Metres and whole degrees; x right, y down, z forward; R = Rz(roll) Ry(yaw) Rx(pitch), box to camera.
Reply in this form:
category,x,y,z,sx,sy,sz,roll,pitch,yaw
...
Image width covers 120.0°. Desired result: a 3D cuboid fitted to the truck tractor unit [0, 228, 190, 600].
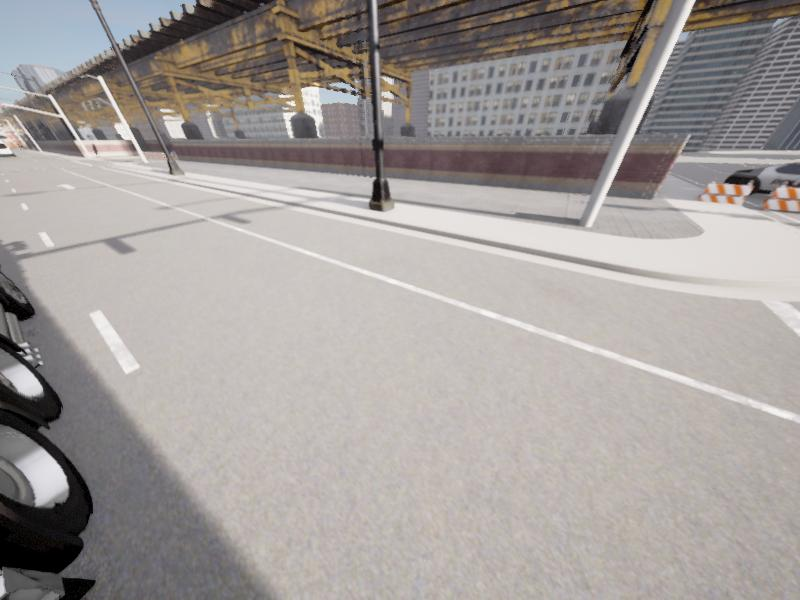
category,x,y,z,sx,sy,sz,roll,pitch,yaw
truck tractor unit,-5.050,-0.356,0.870,6.516,4.208,3.053,21,40,27

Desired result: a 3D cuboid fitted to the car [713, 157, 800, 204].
category,x,y,z,sx,sy,sz,roll,pitch,yaw
car,17.987,-5.054,9.866,2.038,1.542,4.974,-7,35,-10

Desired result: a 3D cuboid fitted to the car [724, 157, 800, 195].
category,x,y,z,sx,sy,sz,roll,pitch,yaw
car,17.975,-5.212,9.818,1.853,1.218,4.536,-7,35,-10
